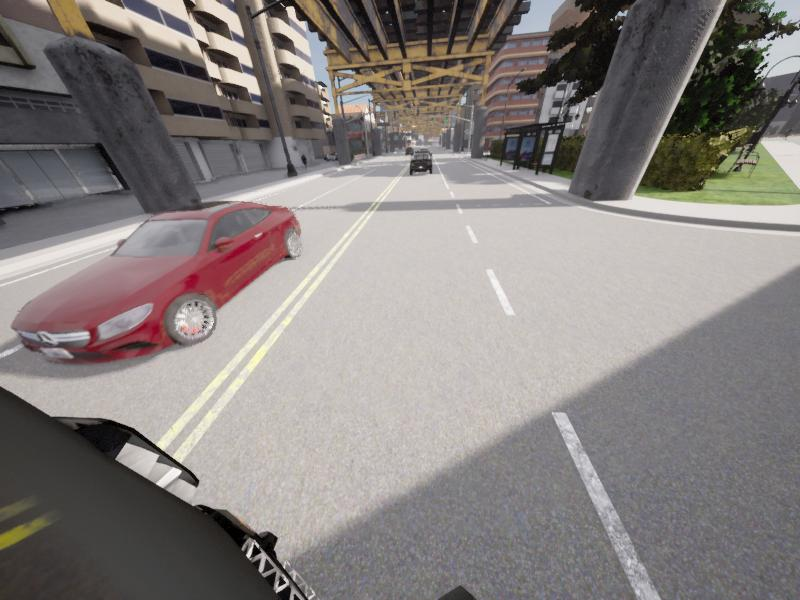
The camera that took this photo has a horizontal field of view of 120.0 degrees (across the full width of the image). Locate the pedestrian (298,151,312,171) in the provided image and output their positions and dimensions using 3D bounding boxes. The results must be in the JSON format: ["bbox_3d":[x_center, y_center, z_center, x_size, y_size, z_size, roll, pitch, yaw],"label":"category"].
[{"bbox_3d":[-10.583,-15.398,25.673,0.751,1.860,0.751,2,34,7],"label":"pedestrian"}]

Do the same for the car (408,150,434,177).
[{"bbox_3d":[1.881,-12.093,20.250,1.930,1.638,5.238,1,34,6],"label":"car"}]

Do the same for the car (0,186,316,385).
[{"bbox_3d":[-3.527,-0.938,4.292,1.812,1.442,4.674,1,34,6],"label":"car"}]

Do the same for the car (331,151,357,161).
[{"bbox_3d":[-11.710,-30.052,48.089,4.974,1.542,2.038,-10,35,-11],"label":"car"}]

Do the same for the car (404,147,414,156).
[{"bbox_3d":[2.184,-33.918,52.655,1.930,1.638,5.238,1,34,6],"label":"car"}]

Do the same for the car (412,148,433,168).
[{"bbox_3d":[2.647,-16.369,26.559,2.152,1.651,5.027,1,34,6],"label":"car"}]

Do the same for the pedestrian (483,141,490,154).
[{"bbox_3d":[14.569,-25.771,39.028,0.751,1.860,0.751,3,34,9],"label":"pedestrian"}]

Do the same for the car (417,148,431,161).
[{"bbox_3d":[3.761,-22.847,36.173,2.038,1.542,4.974,1,34,6],"label":"car"}]

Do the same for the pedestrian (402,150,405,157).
[{"bbox_3d":[0.749,-30.672,48.390,0.500,1.100,0.500,1,34,7],"label":"pedestrian"}]
